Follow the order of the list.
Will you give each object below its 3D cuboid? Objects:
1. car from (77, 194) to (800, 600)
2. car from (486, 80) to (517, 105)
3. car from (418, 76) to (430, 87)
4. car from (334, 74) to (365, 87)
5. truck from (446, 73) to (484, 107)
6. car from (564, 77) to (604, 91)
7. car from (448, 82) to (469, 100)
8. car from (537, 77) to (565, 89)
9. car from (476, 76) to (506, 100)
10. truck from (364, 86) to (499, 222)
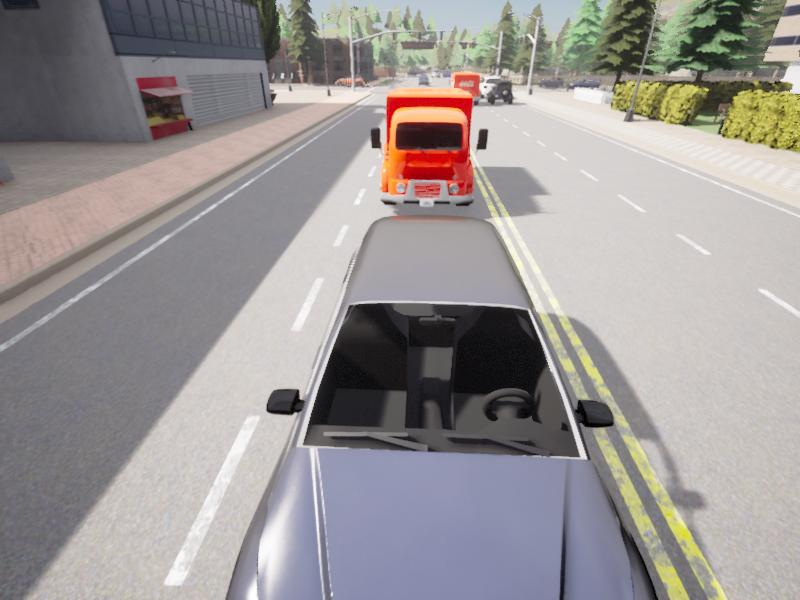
[{"bbox_3d":[0.270,0.608,3.294,2.242,1.667,4.611,2,30,2],"label":"car"},{"bbox_3d":[9.237,-19.035,36.641,1.905,1.878,3.866,2,30,3],"label":"car"},{"bbox_3d":[3.989,-36.578,66.941,1.816,1.474,4.193,2,30,2],"label":"car"},{"bbox_3d":[-8.050,-35.089,64.028,4.553,1.767,2.097,1,30,2],"label":"car"},{"bbox_3d":[5.699,-18.915,35.844,2.627,2.467,5.204,1,30,2],"label":"truck"},{"bbox_3d":[27.200,-31.989,59.199,4.611,1.667,2.242,2,30,2],"label":"car"},{"bbox_3d":[6.022,-21.797,41.691,1.845,1.501,3.633,2,30,2],"label":"car"},{"bbox_3d":[23.513,-33.880,62.373,3.633,1.501,1.845,2,30,2],"label":"car"},{"bbox_3d":[9.590,-22.675,42.702,2.150,2.045,5.566,2,31,2],"label":"car"},{"bbox_3d":[0.725,-4.178,10.671,2.627,2.467,5.204,2,30,2],"label":"truck"}]
